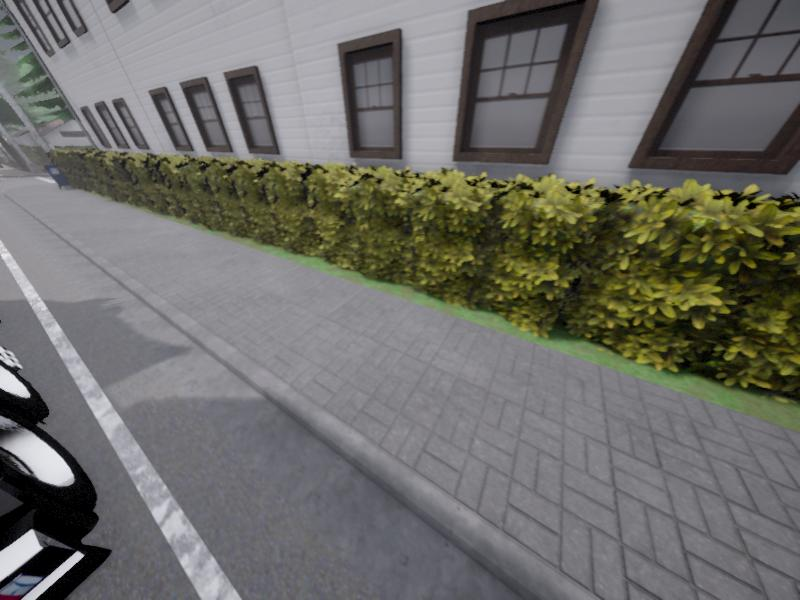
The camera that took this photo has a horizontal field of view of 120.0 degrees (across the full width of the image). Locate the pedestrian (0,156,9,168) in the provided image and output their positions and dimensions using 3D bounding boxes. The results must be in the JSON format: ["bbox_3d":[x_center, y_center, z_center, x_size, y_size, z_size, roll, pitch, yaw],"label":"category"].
[{"bbox_3d":[-39.050,-13.772,22.161,0.751,1.860,0.751,21,40,28],"label":"pedestrian"}]

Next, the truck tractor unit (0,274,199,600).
[{"bbox_3d":[-5.129,-0.282,0.756,6.516,4.208,3.053,18,39,23],"label":"truck tractor unit"}]
